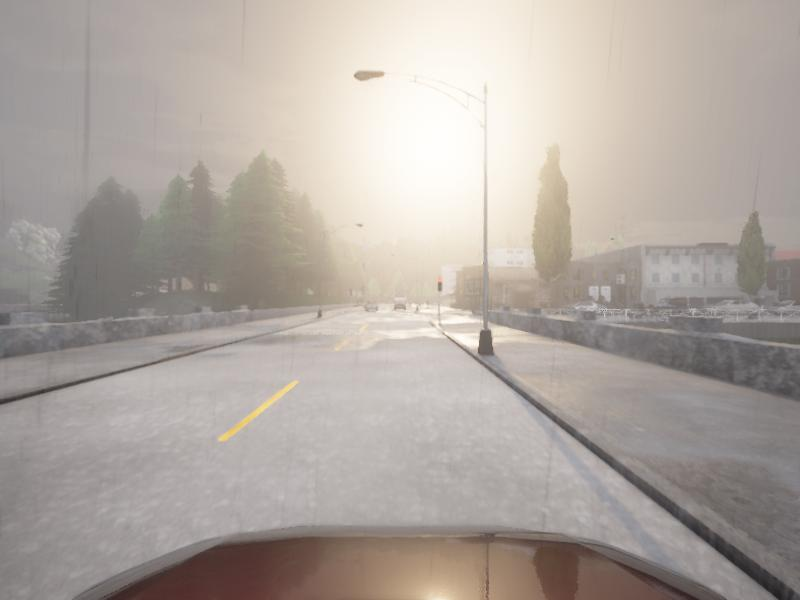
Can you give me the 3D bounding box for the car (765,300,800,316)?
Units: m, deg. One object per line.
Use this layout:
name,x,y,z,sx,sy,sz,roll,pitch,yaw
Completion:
car,40.229,0.797,40.974,3.988,1.617,1.851,0,0,0

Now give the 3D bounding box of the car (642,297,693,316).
car,27.334,0.656,40.949,3.866,1.878,1.905,0,0,0

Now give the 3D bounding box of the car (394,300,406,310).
car,-0.003,0.840,66.637,2.038,1.542,4.974,0,0,0

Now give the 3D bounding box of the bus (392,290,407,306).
bus,-0.126,-0.514,109.431,3.944,4.253,10.273,0,0,0

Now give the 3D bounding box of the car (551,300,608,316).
car,18.279,0.832,40.932,4.974,1.542,2.038,0,0,0

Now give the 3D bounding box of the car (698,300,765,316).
car,33.838,0.790,40.959,5.027,1.651,2.152,0,0,0

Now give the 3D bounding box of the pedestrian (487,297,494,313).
pedestrian,10.498,0.535,46.633,0.751,1.860,0.751,0,0,10
